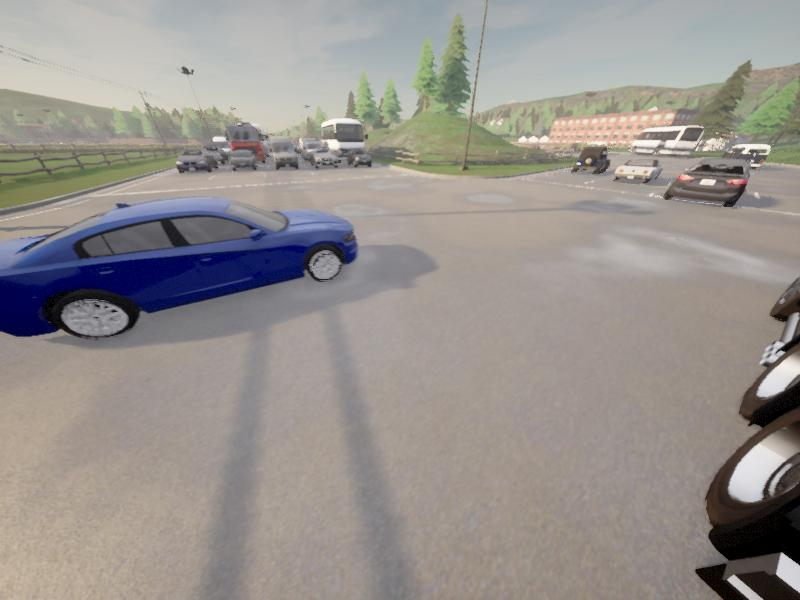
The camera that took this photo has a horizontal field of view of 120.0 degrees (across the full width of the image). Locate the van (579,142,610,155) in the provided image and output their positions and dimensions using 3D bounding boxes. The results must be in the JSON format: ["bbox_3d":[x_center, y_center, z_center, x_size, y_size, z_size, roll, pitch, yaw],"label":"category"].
[{"bbox_3d":[39.711,-31.040,47.254,2.069,2.038,4.480,0,35,-3],"label":"van"}]

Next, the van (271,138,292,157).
[{"bbox_3d":[-19.584,-25.239,38.217,2.351,2.431,6.366,-14,37,-19],"label":"van"}]

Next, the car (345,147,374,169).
[{"bbox_3d":[-4.208,-14.706,23.816,1.851,1.617,3.988,-14,37,-19],"label":"car"}]

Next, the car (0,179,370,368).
[{"bbox_3d":[-3.259,-0.982,4.070,5.008,1.535,1.882,-19,39,-25],"label":"car"}]

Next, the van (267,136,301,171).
[{"bbox_3d":[-11.108,-14.153,22.162,1.988,2.561,5.915,-14,37,-19],"label":"van"}]

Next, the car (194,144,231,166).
[{"bbox_3d":[-20.250,-15.884,25.191,1.932,1.855,4.605,-14,37,-19],"label":"car"}]

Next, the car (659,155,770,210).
[{"bbox_3d":[14.657,-5.677,10.830,4.611,1.667,2.242,-24,42,-31],"label":"car"}]

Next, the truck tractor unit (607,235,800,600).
[{"bbox_3d":[5.057,-0.353,0.849,6.516,4.208,3.053,-20,40,-26],"label":"truck tractor unit"}]

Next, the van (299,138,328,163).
[{"bbox_3d":[-11.016,-18.988,29.240,2.351,2.431,6.366,-14,37,-19],"label":"van"}]

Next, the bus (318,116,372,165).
[{"bbox_3d":[-7.097,-19.770,28.790,3.944,4.253,10.273,-14,37,-19],"label":"bus"}]

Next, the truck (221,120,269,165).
[{"bbox_3d":[-17.905,-18.605,27.423,2.891,3.827,8.468,-14,37,-19],"label":"truck"}]

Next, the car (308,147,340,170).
[{"bbox_3d":[-7.739,-14.355,23.277,2.152,1.651,5.027,-14,37,-19],"label":"car"}]

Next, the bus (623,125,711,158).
[{"bbox_3d":[46.490,-28.117,41.125,3.944,4.253,10.273,5,35,4],"label":"bus"}]

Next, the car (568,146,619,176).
[{"bbox_3d":[16.286,-11.764,19.431,3.866,1.878,1.905,-27,43,-34],"label":"car"}]

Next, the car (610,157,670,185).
[{"bbox_3d":[16.683,-9.041,16.024,4.718,1.301,1.895,-26,42,-32],"label":"car"}]

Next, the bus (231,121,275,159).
[{"bbox_3d":[-22.448,-24.927,36.151,3.944,4.253,10.273,-14,37,-19],"label":"bus"}]

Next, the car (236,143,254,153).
[{"bbox_3d":[-32.772,-32.250,48.930,2.242,1.667,4.611,-14,37,-19],"label":"car"}]

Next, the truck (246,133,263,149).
[{"bbox_3d":[-45.916,-50.399,73.162,2.891,3.827,8.468,-14,37,-19],"label":"truck"}]

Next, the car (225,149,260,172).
[{"bbox_3d":[-14.307,-12.923,21.286,1.837,1.490,4.892,-14,37,-19],"label":"car"}]

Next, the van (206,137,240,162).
[{"bbox_3d":[-23.314,-20.175,30.790,1.988,2.561,5.915,-14,37,-19],"label":"van"}]

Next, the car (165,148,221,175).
[{"bbox_3d":[-17.293,-11.917,19.662,2.242,1.667,4.611,-14,37,-19],"label":"car"}]

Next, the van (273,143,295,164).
[{"bbox_3d":[-13.871,-17.557,27.545,1.775,1.987,4.442,-14,37,-19],"label":"van"}]

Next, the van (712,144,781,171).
[{"bbox_3d":[34.707,-14.520,23.381,2.069,2.038,4.480,22,40,26],"label":"van"}]
